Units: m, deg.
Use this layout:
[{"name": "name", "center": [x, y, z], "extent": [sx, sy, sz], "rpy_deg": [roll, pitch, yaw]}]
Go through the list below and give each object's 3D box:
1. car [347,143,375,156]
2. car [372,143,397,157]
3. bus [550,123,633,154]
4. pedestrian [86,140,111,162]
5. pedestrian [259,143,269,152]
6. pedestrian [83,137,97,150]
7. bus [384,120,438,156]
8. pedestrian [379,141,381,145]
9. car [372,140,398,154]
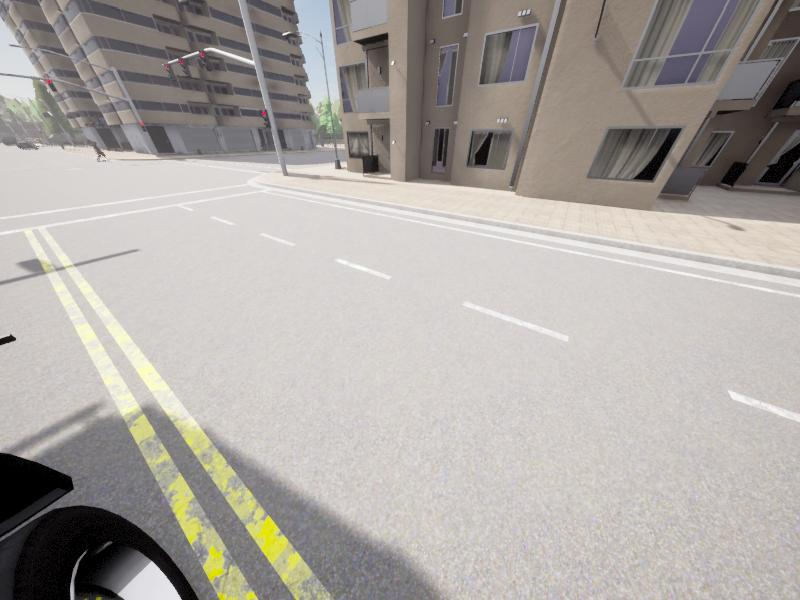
[{"name": "car", "center": [-5.709, -22.313, 34.270], "extent": [1.970, 1.475, 3.806], "rpy_deg": [21, 40, 26]}, {"name": "car", "center": [-2.205, -21.720, 33.407], "extent": [1.845, 1.501, 3.633], "rpy_deg": [21, 40, 26]}, {"name": "bus", "center": [33.882, -28.973, 41.505], "extent": [10.273, 4.253, 3.944], "rpy_deg": [22, 41, 28]}, {"name": "pedestrian", "center": [-31.695, -15.689, 24.301], "extent": [0.751, 1.860, 0.751], "rpy_deg": [20, 40, 26]}, {"name": "pedestrian", "center": [-21.798, -24.504, 37.113], "extent": [0.751, 1.300, 0.751], "rpy_deg": [21, 40, 27]}, {"name": "pedestrian", "center": [-56.784, -28.705, 42.336], "extent": [0.751, 1.860, 0.751], "rpy_deg": [23, 41, 29]}, {"name": "bus", "center": [2.068, -26.736, 38.196], "extent": [3.944, 4.253, 10.273], "rpy_deg": [21, 40, 26]}, {"name": "pedestrian", "center": [-6.088, -47.986, 70.641], "extent": [0.500, 1.100, 0.500], "rpy_deg": [22, 41, 28]}, {"name": "car", "center": [-2.427, -25.372, 38.288], "extent": [1.932, 1.855, 4.605], "rpy_deg": [21, 40, 26]}]
